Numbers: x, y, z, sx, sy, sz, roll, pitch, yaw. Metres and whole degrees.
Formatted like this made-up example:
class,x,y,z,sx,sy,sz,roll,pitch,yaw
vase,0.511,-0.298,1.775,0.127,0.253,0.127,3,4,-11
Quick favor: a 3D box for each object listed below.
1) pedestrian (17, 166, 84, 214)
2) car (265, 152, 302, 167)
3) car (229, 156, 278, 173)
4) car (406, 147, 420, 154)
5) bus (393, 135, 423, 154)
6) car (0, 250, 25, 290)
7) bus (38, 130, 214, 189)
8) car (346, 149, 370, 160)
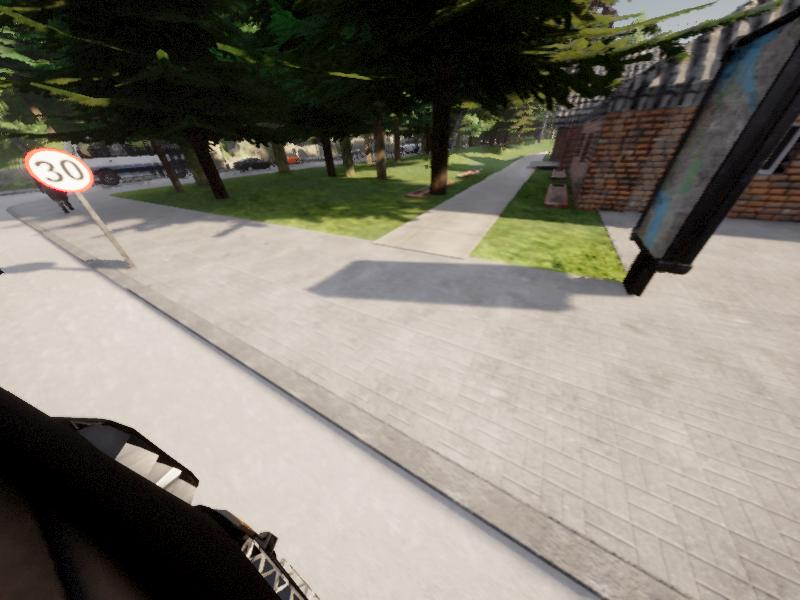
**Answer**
class,x,y,z,sx,sy,sz,roll,pitch,yaw
pedestrian,-16.045,-5.082,10.694,0.751,1.860,0.751,-26,40,-30
car,-18.336,-22.336,36.647,2.097,1.767,4.553,16,38,25
car,-18.592,-17.396,29.635,1.837,1.490,4.892,16,38,25
car,3.567,-39.747,61.465,1.994,1.385,4.181,16,38,26
bus,2.605,-44.387,65.833,3.944,4.253,10.273,16,38,26
car,-11.046,-1.109,5.087,5.357,1.411,2.033,16,38,26
bus,-26.706,-14.693,23.794,3.944,4.253,10.273,15,38,25
car,-8.028,-28.201,44.804,1.837,1.490,4.892,16,39,25
